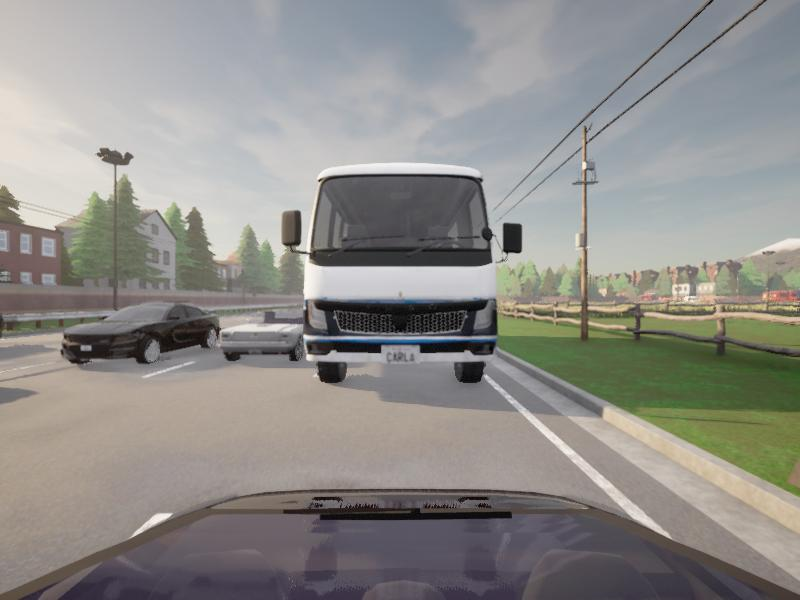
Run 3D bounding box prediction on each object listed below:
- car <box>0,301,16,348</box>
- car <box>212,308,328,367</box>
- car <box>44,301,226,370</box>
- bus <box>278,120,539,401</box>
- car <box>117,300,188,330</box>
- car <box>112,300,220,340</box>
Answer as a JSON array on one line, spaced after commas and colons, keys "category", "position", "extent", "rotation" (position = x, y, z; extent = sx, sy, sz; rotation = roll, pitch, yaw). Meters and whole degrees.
[{"category": "car", "position": [-13.985, 0.810, 11.275], "extent": [2.007, 1.525, 4.514], "rotation": [0, 0, 0]}, {"category": "car", "position": [-3.485, 0.927, 11.799], "extent": [1.895, 1.301, 4.718], "rotation": [0, 0, 0]}, {"category": "car", "position": [-6.984, 0.806, 11.408], "extent": [1.882, 1.535, 5.008], "rotation": [0, 0, 0]}, {"category": "bus", "position": [0.136, -0.544, 11.201], "extent": [3.944, 4.253, 10.273], "rotation": [0, -1, 0]}, {"category": "car", "position": [-13.971, 0.783, 22.856], "extent": [1.789, 1.549, 3.705], "rotation": [0, 0, 0]}, {"category": "car", "position": [-10.466, 0.798, 18.464], "extent": [2.038, 1.542, 4.974], "rotation": [0, 0, 0]}]
